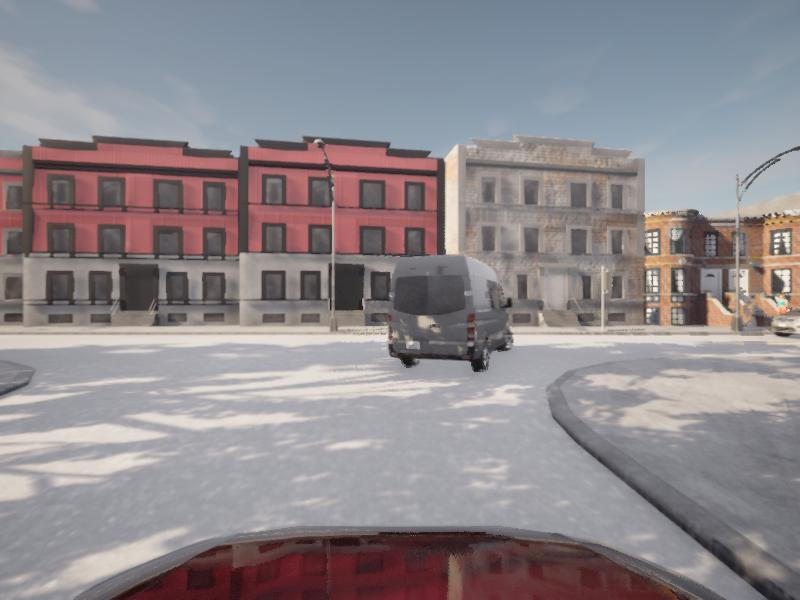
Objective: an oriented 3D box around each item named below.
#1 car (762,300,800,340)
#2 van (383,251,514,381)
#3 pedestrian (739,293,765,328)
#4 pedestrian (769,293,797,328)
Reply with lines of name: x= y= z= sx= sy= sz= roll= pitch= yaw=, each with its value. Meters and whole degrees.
car: x=17.860 y=0.796 z=16.619 sx=3.988 sy=1.617 sz=1.851 roll=0 pitch=0 yaw=0
van: x=1.706 y=0.328 z=10.960 sx=1.988 sy=2.561 sz=5.915 roll=-1 pitch=0 yaw=23
pedestrian: x=18.900 y=0.544 z=21.508 sx=0.751 sy=1.860 sz=0.751 roll=0 pitch=0 yaw=3
pedestrian: x=20.502 y=0.544 z=21.436 sx=0.751 sy=1.860 sz=0.751 roll=0 pitch=0 yaw=-1
